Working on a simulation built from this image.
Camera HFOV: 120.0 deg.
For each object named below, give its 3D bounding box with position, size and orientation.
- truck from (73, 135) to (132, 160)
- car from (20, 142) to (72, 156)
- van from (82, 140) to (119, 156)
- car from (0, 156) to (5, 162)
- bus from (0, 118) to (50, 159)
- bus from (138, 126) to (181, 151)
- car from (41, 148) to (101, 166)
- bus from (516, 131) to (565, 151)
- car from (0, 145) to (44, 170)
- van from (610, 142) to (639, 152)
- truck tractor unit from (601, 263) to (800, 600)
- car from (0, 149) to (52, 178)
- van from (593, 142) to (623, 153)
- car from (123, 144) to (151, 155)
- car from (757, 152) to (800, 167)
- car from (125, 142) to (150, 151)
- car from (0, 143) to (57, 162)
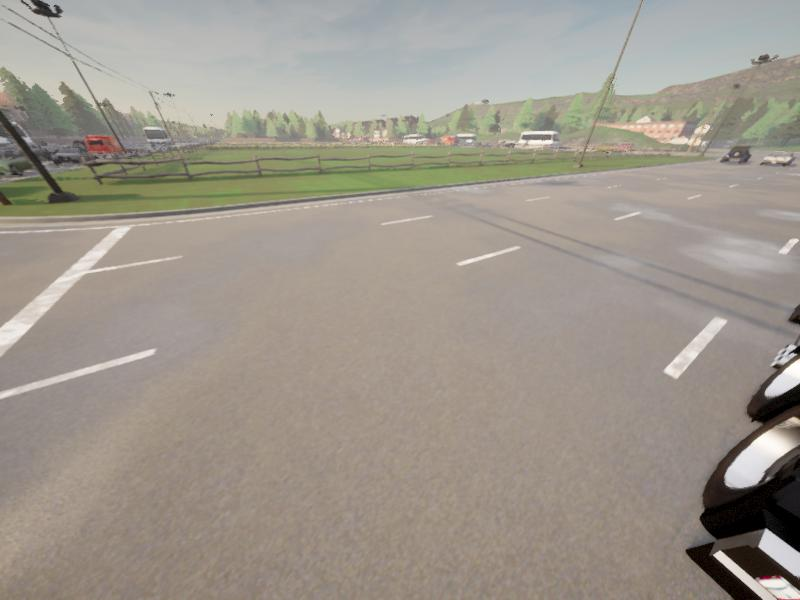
[{"bbox_3d":[-38.195,-19.810,29.976,2.627,2.467,5.204,-18,39,-25],"label":"truck"},{"bbox_3d":[-54.203,-23.289,35.560,2.152,1.651,5.027,-17,38,-23],"label":"car"},{"bbox_3d":[-46.510,-23.802,36.051,1.775,1.987,4.442,-18,39,-25],"label":"van"},{"bbox_3d":[-44.461,-14.499,22.970,2.242,1.667,4.611,-1,35,-1],"label":"car"},{"bbox_3d":[-52.702,-20.188,28.813,3.944,4.253,10.273,-10,36,-14],"label":"bus"},{"bbox_3d":[-55.270,-37.396,53.532,3.944,4.253,10.273,-18,39,-25],"label":"bus"},{"bbox_3d":[-33.499,-14.762,23.717,1.994,1.385,4.181,-18,39,-25],"label":"car"},{"bbox_3d":[38.064,-43.496,63.193,3.944,4.253,10.273,-18,39,-25],"label":"bus"},{"bbox_3d":[-35.249,-12.648,20.397,2.242,1.667,4.611,-18,39,-25],"label":"car"},{"bbox_3d":[57.527,-39.258,59.276,1.775,1.987,4.442,-18,39,-25],"label":"van"},{"bbox_3d":[5.116,-0.295,0.785,6.516,4.208,3.053,-18,39,-24],"label":"truck tractor unit"},{"bbox_3d":[-28.420,-9.859,16.577,2.007,1.525,4.514,-18,39,-25],"label":"car"},{"bbox_3d":[48.833,-35.914,54.385,1.775,1.987,4.442,-18,39,-25],"label":"van"},{"bbox_3d":[-44.784,-25.805,39.489,1.994,1.385,4.181,-18,39,-25],"label":"car"},{"bbox_3d":[44.438,-16.501,27.032,4.718,1.301,1.895,-18,39,-25],"label":"car"},{"bbox_3d":[-55.855,-32.748,49.241,2.128,1.511,4.902,-18,39,-25],"label":"car"},{"bbox_3d":[-43.489,-16.998,26.573,2.242,1.667,4.611,-12,36,-17],"label":"car"}]
